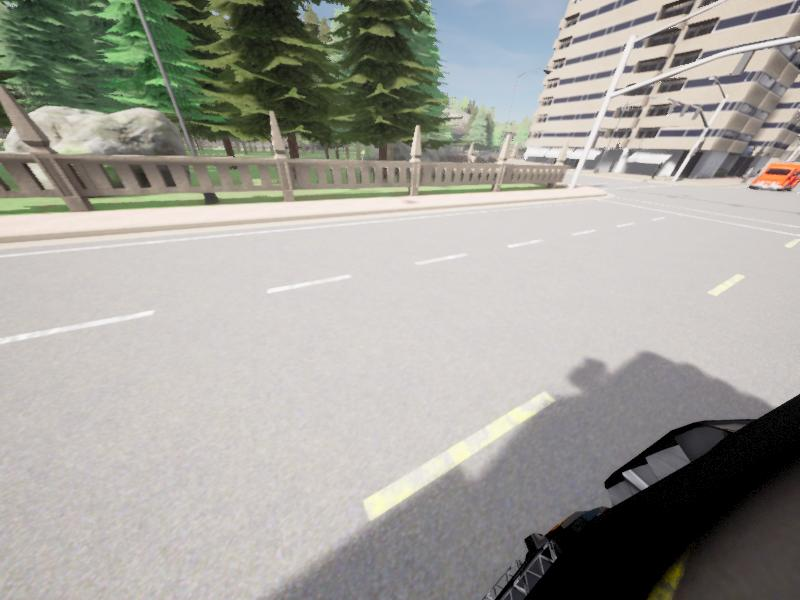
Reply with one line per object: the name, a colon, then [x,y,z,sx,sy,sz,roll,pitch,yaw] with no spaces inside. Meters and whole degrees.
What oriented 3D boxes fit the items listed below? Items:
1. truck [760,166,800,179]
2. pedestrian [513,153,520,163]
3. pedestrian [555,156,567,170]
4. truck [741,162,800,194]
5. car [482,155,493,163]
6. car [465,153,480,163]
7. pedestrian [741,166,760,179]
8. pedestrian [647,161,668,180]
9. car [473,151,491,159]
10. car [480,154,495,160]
truck: [93.447,-30.867,55.894,6.274,2.098,2.390,28,42,33]
pedestrian: [26.444,-32.266,52.556,0.751,1.860,0.751,-2,34,-8]
pedestrian: [26.066,-22.229,37.399,0.751,1.860,0.751,-3,34,-9]
truck: [39.123,-12.682,23.900,5.204,2.467,2.627,-14,37,-24]
car: [20.020,-32.176,52.681,1.994,1.385,4.181,12,34,13]
car: [15.339,-30.138,48.971,2.242,1.667,4.611,7,34,6]
pedestrian: [58.035,-21.065,38.248,0.751,1.860,0.751,-11,36,-20]
pedestrian: [30.659,-15.435,27.520,0.751,1.860,0.751,-11,36,-20]
car: [26.263,-46.156,73.624,5.566,2.045,2.150,-19,39,-30]
car: [26.584,-43.607,70.354,4.674,1.442,1.812,-21,40,-32]
